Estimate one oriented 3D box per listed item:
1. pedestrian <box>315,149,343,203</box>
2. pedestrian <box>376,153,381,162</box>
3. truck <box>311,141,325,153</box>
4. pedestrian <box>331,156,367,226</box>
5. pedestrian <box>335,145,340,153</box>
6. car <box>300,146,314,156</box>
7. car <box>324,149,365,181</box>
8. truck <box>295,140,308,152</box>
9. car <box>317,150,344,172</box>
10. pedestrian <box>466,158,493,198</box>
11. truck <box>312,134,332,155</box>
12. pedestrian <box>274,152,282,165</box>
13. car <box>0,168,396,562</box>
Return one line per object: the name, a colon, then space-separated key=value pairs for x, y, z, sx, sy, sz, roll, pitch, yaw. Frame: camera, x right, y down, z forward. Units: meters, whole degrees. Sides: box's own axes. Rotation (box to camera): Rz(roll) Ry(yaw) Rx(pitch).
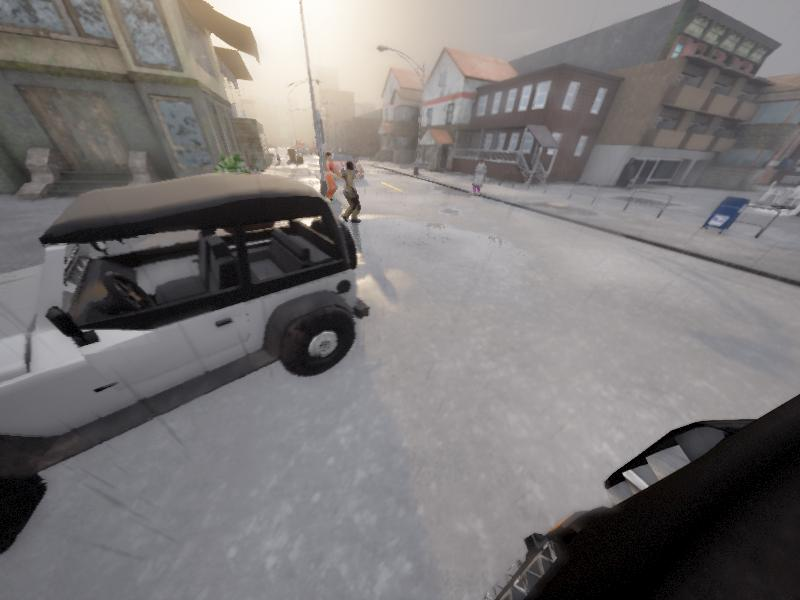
pedestrian: x=-2.875 y=-5.059 z=9.475 sx=0.751 sy=1.860 sz=0.751 roll=-1 pitch=34 yaw=-5
pedestrian: x=-3.423 y=-22.774 z=36.880 sx=0.500 sy=1.100 sz=0.500 roll=-16 pitch=38 yaw=-27
truck: x=-22.154 y=-41.109 z=62.124 sx=2.627 sy=2.467 sz=5.204 roll=-11 pitch=36 yaw=-20
pedestrian: x=-1.570 y=-3.389 z=7.239 sx=0.751 sy=1.860 sz=0.751 roll=-15 pitch=37 yaw=-25
pedestrian: x=-16.519 y=-39.936 z=61.108 sx=0.751 sy=1.860 sz=0.751 roll=27 pitch=40 yaw=31
car: x=-19.361 y=-31.035 z=47.975 sx=2.038 sy=1.542 sz=4.974 roll=-11 pitch=36 yaw=-20
car: x=-4.366 y=-10.485 z=17.847 sx=2.097 sy=1.767 sz=4.553 roll=-11 pitch=36 yaw=-20
truck: x=-26.217 y=-40.905 z=61.504 sx=2.627 sy=2.467 sz=5.204 roll=-11 pitch=36 yaw=-20
car: x=-6.979 y=-13.998 z=23.123 sx=1.851 sy=1.617 sz=3.988 roll=-11 pitch=36 yaw=-20
pedestrian: x=4.345 y=-6.710 z=12.711 sx=0.751 sy=1.860 sz=0.751 roll=-23 pitch=41 yaw=-33
truck: x=-18.237 y=-36.319 z=53.964 sx=2.891 sy=3.827 sz=8.468 roll=-11 pitch=36 yaw=-20
pedestrian: x=-12.615 y=-14.692 z=23.964 sx=0.500 sy=1.100 sz=0.500 roll=-11 pitch=36 yaw=-20
car: x=-2.149 y=-0.014 z=2.114 sx=3.866 sy=1.878 sz=1.905 roll=-25 pitch=43 yaw=-35
